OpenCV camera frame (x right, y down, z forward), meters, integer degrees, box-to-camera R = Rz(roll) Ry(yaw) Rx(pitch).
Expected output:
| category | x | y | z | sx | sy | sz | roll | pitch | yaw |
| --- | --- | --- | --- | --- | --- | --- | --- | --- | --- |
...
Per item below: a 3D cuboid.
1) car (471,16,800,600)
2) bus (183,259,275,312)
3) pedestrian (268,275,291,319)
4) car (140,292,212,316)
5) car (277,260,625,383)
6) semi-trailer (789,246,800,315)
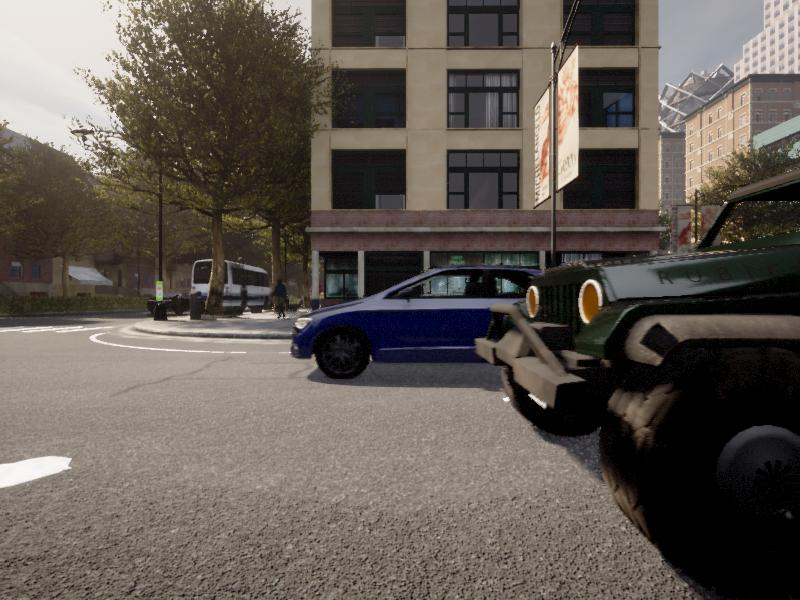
| category | x | y | z | sx | sy | sz | roll | pitch | yaw |
| --- | --- | --- | --- | --- | --- | --- | --- | --- | --- |
| car | 2.484 | 0.045 | 2.189 | 3.866 | 1.878 | 1.905 | 0 | 0 | 1 |
| bus | -15.158 | -1.134 | 36.823 | 3.944 | 4.253 | 10.273 | 0 | 0 | 0 |
| pedestrian | -5.202 | -0.115 | 17.340 | 0.751 | 1.860 | 0.751 | 0 | 0 | 3 |
| car | -15.097 | 0.236 | 27.334 | 2.128 | 1.511 | 4.902 | 0 | 0 | 0 |
| car | 0.612 | 0.254 | 5.727 | 4.193 | 1.474 | 1.816 | 0 | 0 | 1 |
| semi-trailer | 26.565 | -1.217 | 18.815 | 2.717 | 4.402 | 14.254 | 0 | 0 | 0 |
